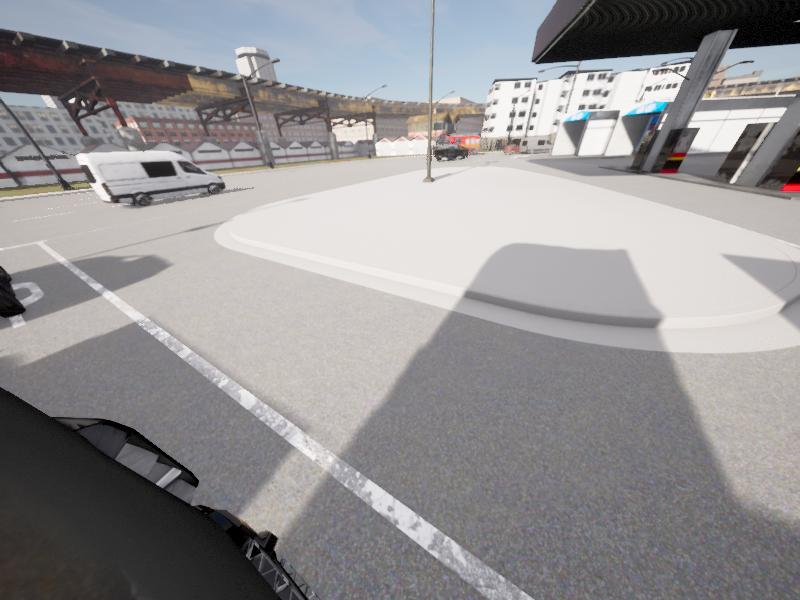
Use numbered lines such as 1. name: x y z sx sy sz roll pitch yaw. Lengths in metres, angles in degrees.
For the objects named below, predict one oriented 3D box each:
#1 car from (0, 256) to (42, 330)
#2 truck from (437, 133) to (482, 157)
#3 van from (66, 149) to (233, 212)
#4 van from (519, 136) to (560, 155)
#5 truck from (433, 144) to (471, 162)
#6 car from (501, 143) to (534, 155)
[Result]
1. car: -8.237 -0.362 3.742 3.633 1.501 1.845 17 38 27
2. truck: 12.097 -32.002 47.738 8.468 3.827 2.891 -14 35 -16
3. van: -14.077 -7.332 13.774 1.988 2.561 5.915 16 38 26
4. van: 24.997 -27.820 41.609 5.915 2.561 1.988 -7 34 -6
5. truck: 8.205 -23.061 36.136 6.274 2.098 2.390 -30 42 -34
6. car: 22.633 -29.128 44.590 5.027 1.651 2.152 -8 34 -8
